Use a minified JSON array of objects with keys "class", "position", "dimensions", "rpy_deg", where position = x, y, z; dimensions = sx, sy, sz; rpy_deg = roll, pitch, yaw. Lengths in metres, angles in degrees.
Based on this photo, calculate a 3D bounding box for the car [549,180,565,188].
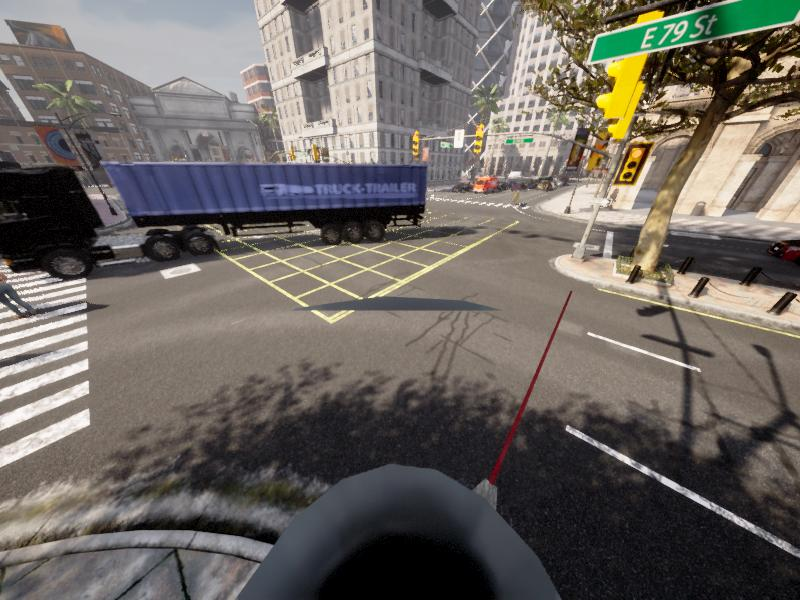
[{"class":"car","position":[34.935,-25.758,51.324],"dimensions":[1.895,1.301,4.718],"rpy_deg":[23,37,34]}]

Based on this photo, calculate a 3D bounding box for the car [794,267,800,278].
[{"class":"car","position":[18.275,-0.610,7.532],"dimensions":[4.974,1.542,2.038],"rpy_deg":[23,37,34]}]

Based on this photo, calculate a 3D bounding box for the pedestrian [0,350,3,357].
[{"class":"pedestrian","position":[-9.807,0.760,4.781],"dimensions":[0.751,1.860,0.751],"rpy_deg":[26,39,37]}]

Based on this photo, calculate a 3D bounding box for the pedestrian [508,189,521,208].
[{"class":"pedestrian","position":[12.722,-11.290,25.652],"dimensions":[0.751,1.860,0.751],"rpy_deg":[21,36,32]}]

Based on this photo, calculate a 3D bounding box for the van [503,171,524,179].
[{"class":"van","position":[42.238,-46.597,86.277],"dimensions":[6.366,2.431,2.351],"rpy_deg":[23,37,34]}]

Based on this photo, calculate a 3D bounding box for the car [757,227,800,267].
[{"class":"car","position":[20.099,-2.053,10.194],"dimensions":[4.181,1.385,1.994],"rpy_deg":[23,37,34]}]

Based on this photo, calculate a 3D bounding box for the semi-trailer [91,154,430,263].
[{"class":"semi-trailer","position":[-5.537,-5.427,12.969],"dimensions":[14.254,4.402,2.717],"rpy_deg":[-9,31,-15]}]

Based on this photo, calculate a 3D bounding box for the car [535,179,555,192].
[{"class":"car","position":[27.177,-21.452,43.283],"dimensions":[1.932,1.855,4.605],"rpy_deg":[23,37,34]}]

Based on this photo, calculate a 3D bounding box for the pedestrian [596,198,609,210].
[{"class":"pedestrian","position":[20.516,-9.742,23.426],"dimensions":[0.500,1.100,0.500],"rpy_deg":[-14,33,-22]}]

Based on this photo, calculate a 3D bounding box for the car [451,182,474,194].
[{"class":"car","position":[11.099,-19.887,40.960],"dimensions":[1.837,1.490,4.892],"rpy_deg":[23,37,34]}]

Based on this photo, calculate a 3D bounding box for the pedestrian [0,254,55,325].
[{"class":"pedestrian","position":[-11.409,-0.294,6.605],"dimensions":[0.751,1.860,0.751],"rpy_deg":[2,30,4]}]

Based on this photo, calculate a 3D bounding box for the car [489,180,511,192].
[{"class":"car","position":[19.373,-22.171,44.765],"dimensions":[1.930,1.638,5.238],"rpy_deg":[23,37,34]}]

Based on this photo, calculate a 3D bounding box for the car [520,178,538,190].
[{"class":"car","position":[26.168,-23.563,46.927],"dimensions":[1.905,1.878,3.866],"rpy_deg":[23,37,34]}]

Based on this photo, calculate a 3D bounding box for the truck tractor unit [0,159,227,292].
[{"class":"truck tractor unit","position":[-12.669,-3.783,10.328],"dimensions":[6.516,4.208,3.053],"rpy_deg":[-24,38,-36]}]

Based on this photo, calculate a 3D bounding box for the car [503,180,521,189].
[{"class":"car","position":[24.215,-24.888,49.743],"dimensions":[1.994,1.385,4.181],"rpy_deg":[24,38,35]}]

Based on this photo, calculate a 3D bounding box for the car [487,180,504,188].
[{"class":"car","position":[21.248,-25.858,51.424],"dimensions":[1.994,1.385,4.181],"rpy_deg":[23,37,34]}]

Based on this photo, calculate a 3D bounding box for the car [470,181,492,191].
[{"class":"car","position":[16.414,-23.026,46.495],"dimensions":[2.033,1.411,5.357],"rpy_deg":[23,37,34]}]

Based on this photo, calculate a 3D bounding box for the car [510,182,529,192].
[{"class":"car","position":[22.317,-21.118,43.108],"dimensions":[1.816,1.474,4.193],"rpy_deg":[23,37,34]}]

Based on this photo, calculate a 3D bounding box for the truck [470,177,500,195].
[{"class":"truck","position":[14.581,-19.659,39.603],"dimensions":[2.627,2.467,5.204],"rpy_deg":[23,36,34]}]

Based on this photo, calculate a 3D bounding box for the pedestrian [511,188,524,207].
[{"class":"pedestrian","position":[13.450,-11.778,26.497],"dimensions":[0.751,1.860,0.751],"rpy_deg":[-26,39,-37]}]

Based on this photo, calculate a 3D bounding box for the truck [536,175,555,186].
[{"class":"truck","position":[35.861,-29.371,56.779],"dimensions":[2.390,2.098,6.274],"rpy_deg":[23,37,34]}]
